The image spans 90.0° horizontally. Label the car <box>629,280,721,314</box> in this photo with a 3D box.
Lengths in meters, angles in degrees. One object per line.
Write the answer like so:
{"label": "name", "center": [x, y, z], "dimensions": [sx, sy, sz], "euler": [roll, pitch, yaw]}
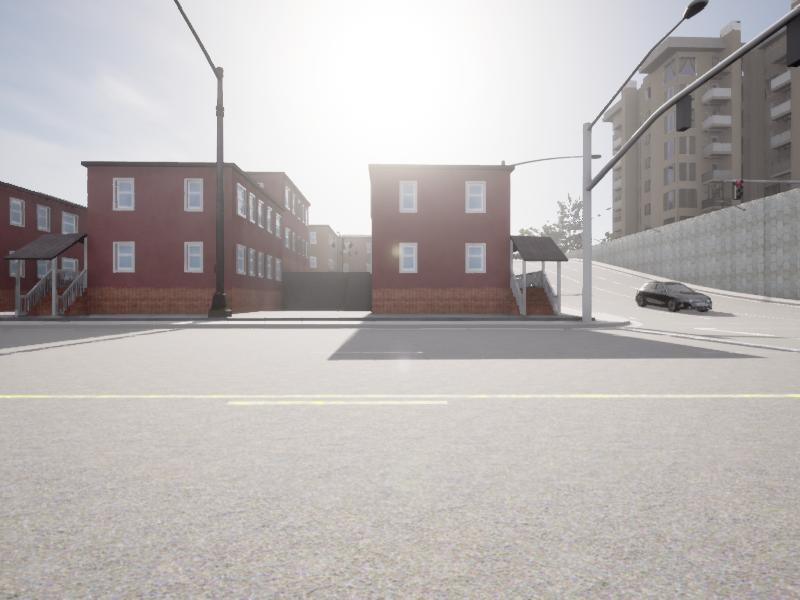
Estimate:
{"label": "car", "center": [16.117, -0.256, 23.853], "dimensions": [2.033, 1.649, 4.856], "euler": [0, 5, 0]}
